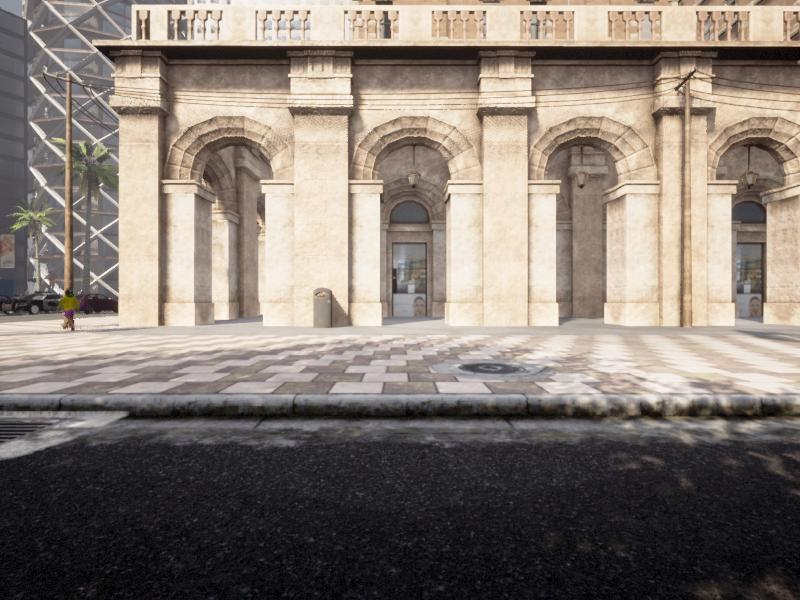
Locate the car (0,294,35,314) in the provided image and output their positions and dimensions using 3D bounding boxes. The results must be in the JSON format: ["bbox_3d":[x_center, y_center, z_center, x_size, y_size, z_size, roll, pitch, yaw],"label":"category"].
[{"bbox_3d":[-29.345,0.294,28.373,2.033,1.411,5.357,0,0,0],"label":"car"}]

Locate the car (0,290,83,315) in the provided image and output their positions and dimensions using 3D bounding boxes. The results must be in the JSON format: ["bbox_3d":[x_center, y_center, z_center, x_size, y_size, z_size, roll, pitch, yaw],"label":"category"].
[{"bbox_3d":[-25.842,0.170,28.809,1.930,1.638,5.238,0,0,0],"label":"car"}]

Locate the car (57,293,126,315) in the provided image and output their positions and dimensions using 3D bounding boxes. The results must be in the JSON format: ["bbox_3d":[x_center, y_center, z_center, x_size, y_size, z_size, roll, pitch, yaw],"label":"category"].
[{"bbox_3d":[-22.326,0.254,29.207,1.816,1.474,4.193,0,0,0],"label":"car"}]

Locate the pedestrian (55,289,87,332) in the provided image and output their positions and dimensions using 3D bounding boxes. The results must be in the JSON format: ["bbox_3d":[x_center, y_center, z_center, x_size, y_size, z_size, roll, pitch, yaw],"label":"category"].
[{"bbox_3d":[-8.621,0.265,10.481,0.500,1.100,0.500,0,0,27],"label":"pedestrian"}]
